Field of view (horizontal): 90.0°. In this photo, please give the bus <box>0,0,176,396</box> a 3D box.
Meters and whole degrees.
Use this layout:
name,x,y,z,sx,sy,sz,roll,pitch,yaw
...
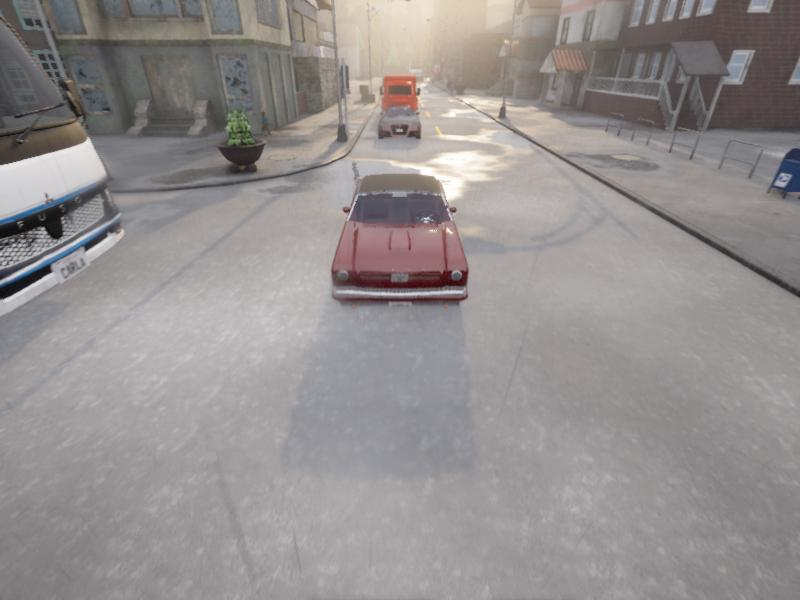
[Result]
name,x,y,z,sx,sy,sz,roll,pitch,yaw
bus,-9.384,-1.767,4.801,10.273,4.253,3.944,0,30,-1

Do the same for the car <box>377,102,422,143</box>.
name,x,y,z,sx,sy,sz,roll,pitch,yaw
car,-0.011,-8.832,19.727,1.994,1.385,4.181,0,30,0

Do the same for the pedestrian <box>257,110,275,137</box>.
name,x,y,z,sx,sy,sz,roll,pitch,yaw
pedestrian,-6.400,-8.454,19.119,0.500,1.100,0.500,-20,36,-30

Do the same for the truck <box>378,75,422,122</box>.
name,x,y,z,sx,sy,sz,roll,pitch,yaw
truck,-0.009,-13.564,26.717,2.627,2.467,5.204,0,31,0

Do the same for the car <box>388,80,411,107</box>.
name,x,y,z,sx,sy,sz,roll,pitch,yaw
car,-0.013,-18.249,35.302,1.905,1.878,3.866,0,30,0

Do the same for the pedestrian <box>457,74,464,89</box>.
name,x,y,z,sx,sy,sz,roll,pitch,yaw
pedestrian,8.675,-31.094,57.026,0.751,1.860,0.751,0,30,0

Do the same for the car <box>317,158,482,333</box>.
name,x,y,z,sx,sy,sz,roll,pitch,yaw
car,-0.002,-1.315,6.957,1.895,1.301,4.718,0,30,0
